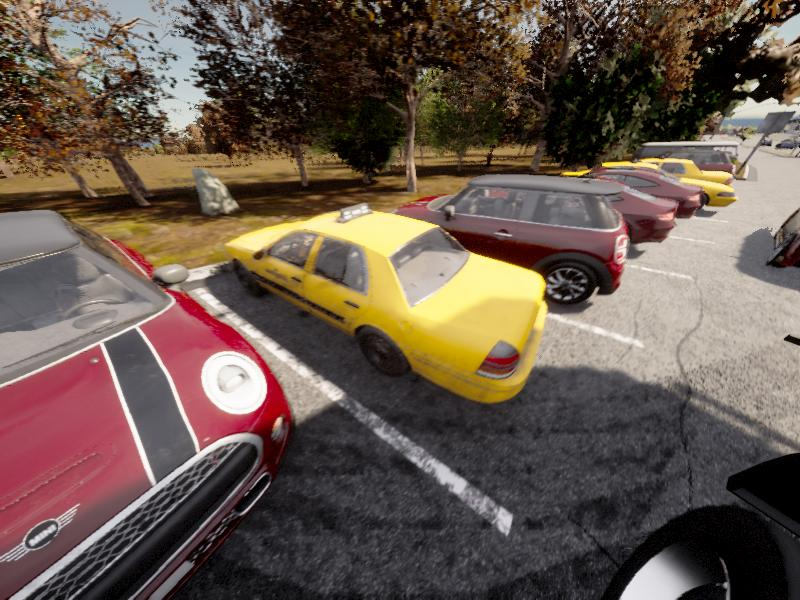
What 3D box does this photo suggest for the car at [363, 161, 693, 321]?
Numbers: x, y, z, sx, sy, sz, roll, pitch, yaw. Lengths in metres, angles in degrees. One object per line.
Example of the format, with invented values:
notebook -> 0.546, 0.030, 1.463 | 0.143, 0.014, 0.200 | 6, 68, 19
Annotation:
car -> 1.777, -1.645, 4.693 | 4.553, 1.767, 2.185 | 21, 40, 28

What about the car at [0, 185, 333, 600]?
car -> -3.100, 0.325, 1.939 | 4.553, 1.767, 2.185 | 21, 40, 29

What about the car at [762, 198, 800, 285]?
car -> 9.381, -1.305, 4.492 | 4.181, 1.385, 1.994 | -23, 41, -29

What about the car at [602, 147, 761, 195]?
car -> 13.675, -6.770, 11.867 | 4.553, 1.767, 2.185 | 20, 40, 27

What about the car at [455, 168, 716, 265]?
car -> 4.157, -2.526, 6.212 | 4.674, 1.452, 2.002 | 20, 40, 28

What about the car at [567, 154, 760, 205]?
car -> 11.135, -5.694, 10.580 | 5.366, 1.575, 1.946 | 20, 40, 27

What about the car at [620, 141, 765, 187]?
car -> 16.093, -7.879, 13.246 | 4.442, 1.987, 1.878 | 19, 39, 27

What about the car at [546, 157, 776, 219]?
car -> 9.079, -4.553, 8.968 | 5.366, 1.575, 1.946 | 20, 39, 28

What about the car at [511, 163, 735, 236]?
car -> 6.545, -3.544, 7.637 | 4.674, 1.452, 2.002 | 20, 40, 28

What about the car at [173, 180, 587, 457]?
car -> -0.810, -0.611, 3.465 | 5.366, 1.575, 1.946 | 21, 40, 29
